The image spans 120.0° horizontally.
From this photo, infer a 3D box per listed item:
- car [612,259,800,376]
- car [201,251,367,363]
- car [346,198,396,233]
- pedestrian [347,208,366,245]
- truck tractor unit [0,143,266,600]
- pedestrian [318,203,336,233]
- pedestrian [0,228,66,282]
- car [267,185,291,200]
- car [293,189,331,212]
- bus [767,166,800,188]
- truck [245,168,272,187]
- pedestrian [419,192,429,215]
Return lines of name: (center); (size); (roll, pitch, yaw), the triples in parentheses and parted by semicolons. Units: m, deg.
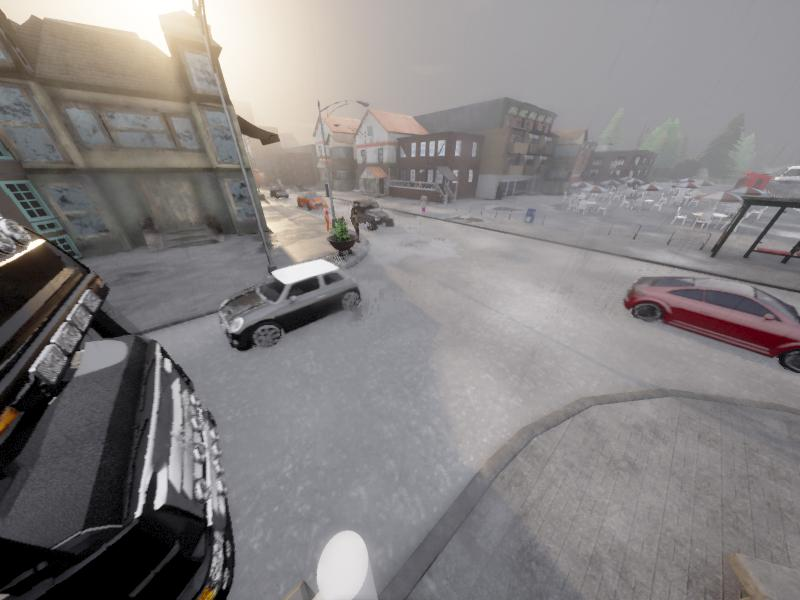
car: (9.005, 0.299, 6.326); (1.994, 1.385, 4.181); (-23, 37, -34)
car: (-3.186, -0.133, 6.965); (3.806, 1.475, 1.970); (-25, 39, -37)
car: (-2.246, -6.611, 17.772); (1.905, 1.878, 3.866); (-23, 37, -34)
pedestrian: (-2.539, -4.324, 13.587); (0.751, 1.860, 0.751); (-12, 32, -20)
truck tractor unit: (-4.752, 2.035, 0.466); (6.516, 4.208, 3.053); (-23, 37, -34)
pedestrian: (-5.016, -5.658, 15.897); (0.751, 1.860, 0.751); (0, 30, 1)
pedestrian: (-14.729, -1.810, 9.259); (0.751, 1.860, 0.751); (26, 39, 37)
car: (-17.836, -15.789, 33.954); (1.851, 1.617, 3.988); (-23, 37, -34)
car: (-9.792, -11.082, 25.613); (2.097, 1.767, 4.553); (-23, 37, -34)
bus: (89.438, -26.368, 49.623); (3.944, 4.253, 10.273); (-23, 37, -34)
truck: (-34.194, -29.612, 55.673); (2.891, 3.827, 8.468); (-23, 37, -34)
pedestrian: (2.290, -9.220, 22.065); (0.751, 1.860, 0.751); (7, 31, 11)
